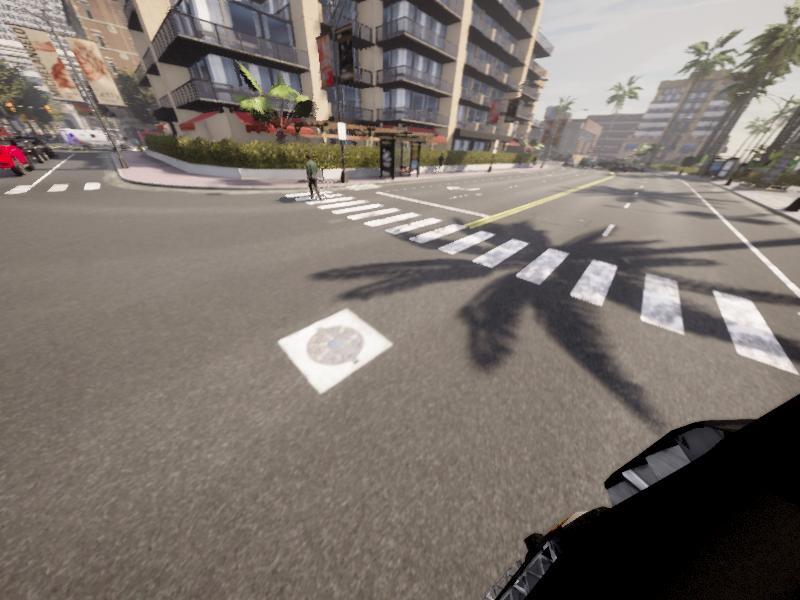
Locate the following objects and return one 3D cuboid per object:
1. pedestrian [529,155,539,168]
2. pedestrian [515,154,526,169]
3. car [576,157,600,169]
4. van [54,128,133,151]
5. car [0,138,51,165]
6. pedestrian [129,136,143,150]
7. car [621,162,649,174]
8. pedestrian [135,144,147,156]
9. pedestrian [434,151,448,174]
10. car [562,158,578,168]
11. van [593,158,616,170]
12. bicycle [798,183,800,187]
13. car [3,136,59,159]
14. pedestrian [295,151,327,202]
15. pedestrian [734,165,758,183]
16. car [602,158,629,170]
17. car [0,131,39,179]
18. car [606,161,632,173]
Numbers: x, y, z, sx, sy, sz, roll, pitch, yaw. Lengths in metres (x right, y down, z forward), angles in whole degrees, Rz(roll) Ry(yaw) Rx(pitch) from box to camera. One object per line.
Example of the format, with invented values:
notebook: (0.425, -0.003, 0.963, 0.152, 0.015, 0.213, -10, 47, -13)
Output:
pedestrian: (23.290, -24.078, 40.050, 0.751, 1.860, 0.751, 28, 41, 33)
pedestrian: (18.127, -20.881, 34.843, 0.751, 1.860, 0.751, -27, 44, -37)
car: (41.260, -30.285, 50.897, 2.150, 2.045, 5.566, 13, 35, 16)
van: (-44.407, -23.330, 33.803, 2.351, 2.431, 6.366, 29, 42, 34)
car: (-29.526, -11.590, 17.988, 4.892, 1.490, 1.837, 29, 42, 34)
pedestrian: (-46.019, -27.363, 40.252, 0.751, 1.860, 0.751, 18, 36, 22)
car: (45.851, -25.862, 45.180, 2.152, 1.651, 5.027, 16, 36, 19)
pedestrian: (-29.762, -17.218, 26.513, 0.500, 1.100, 0.500, 30, 42, 34)
pedestrian: (4.017, -13.556, 22.745, 0.751, 1.860, 0.751, 29, 42, 34)
car: (37.515, -30.254, 51.039, 1.851, 1.617, 3.988, 16, 36, 19)
van: (44.778, -29.900, 50.616, 1.775, 1.987, 4.442, 11, 34, 12)
bicycle: (48.734, -14.107, 27.652, 0.373, 1.024, 1.643, 29, 42, 34)
car: (-34.096, -14.204, 21.504, 3.988, 1.617, 1.851, 29, 42, 34)
pedestrian: (-3.867, -5.401, 10.122, 0.751, 1.860, 0.751, -27, 44, -37)
pedestrian: (44.413, -16.188, 29.661, 0.751, 1.860, 0.751, 24, 39, 28)
car: (49.506, -31.511, 53.349, 2.150, 2.045, 5.566, 11, 34, 12)
car: (-22.760, -8.049, 12.623, 5.566, 2.045, 2.150, 29, 42, 34)
car: (40.438, -24.735, 42.786, 2.242, 1.667, 4.611, 19, 37, 23)
